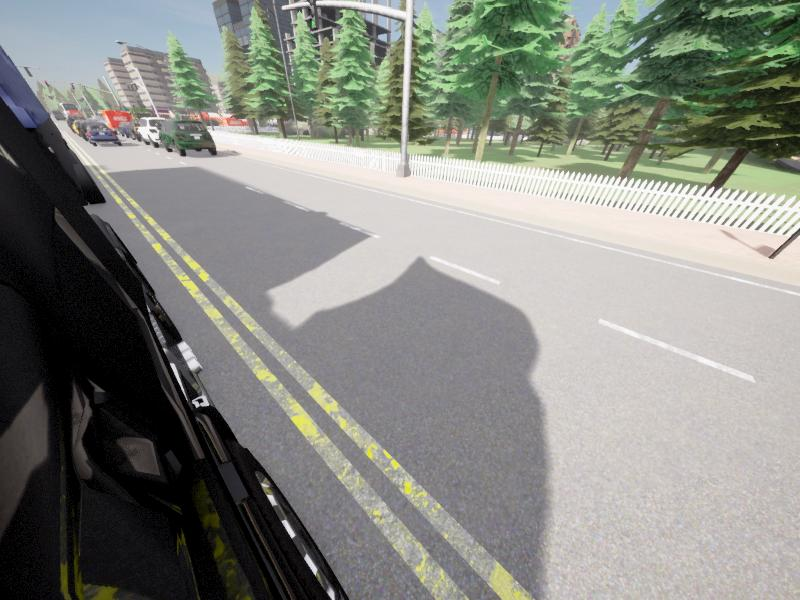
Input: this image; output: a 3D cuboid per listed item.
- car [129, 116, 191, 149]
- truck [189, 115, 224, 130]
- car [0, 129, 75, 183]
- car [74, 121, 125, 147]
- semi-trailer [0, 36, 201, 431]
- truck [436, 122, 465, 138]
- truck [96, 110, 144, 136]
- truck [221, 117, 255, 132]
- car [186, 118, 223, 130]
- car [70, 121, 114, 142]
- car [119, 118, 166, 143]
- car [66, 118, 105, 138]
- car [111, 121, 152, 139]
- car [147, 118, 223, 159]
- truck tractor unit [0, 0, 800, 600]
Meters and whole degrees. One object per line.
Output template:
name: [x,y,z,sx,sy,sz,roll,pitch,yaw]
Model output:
car: [-20.938,-14.602,20.115,5.566,2.045,2.150,28,44,30]
truck: [-45.424,-41.660,54.361,2.627,2.467,5.204,27,43,29]
car: [-15.556,-6.035,9.507,3.806,1.475,1.970,28,44,30]
car: [-24.989,-13.822,19.228,3.705,1.549,1.789,28,44,30]
semi-trailer: [-8.659,-3.634,4.261,14.254,4.402,2.717,29,44,30]
truck: [16.295,-54.540,74.223,8.468,3.827,2.891,10,37,10]
truck: [-36.381,-22.993,29.992,5.204,2.467,2.627,28,44,30]
truck: [-35.827,-38.941,51.324,2.627,2.467,5.204,27,43,29]
car: [-43.666,-39.400,51.798,2.150,2.045,5.566,27,43,29]
car: [-29.835,-16.366,22.386,4.193,1.474,1.816,28,44,30]
car: [-26.498,-17.492,23.764,4.605,1.855,1.932,28,44,30]
car: [-35.185,-19.257,25.820,5.366,1.575,1.801,28,44,30]
car: [-31.511,-19.996,27.123,4.792,1.488,2.163,28,44,30]
car: [-15.337,-11.627,16.494,5.566,2.045,2.150,28,43,30]
truck tractor unit: [-2.645,-0.295,0.351,6.516,4.208,3.053,28,44,30]
